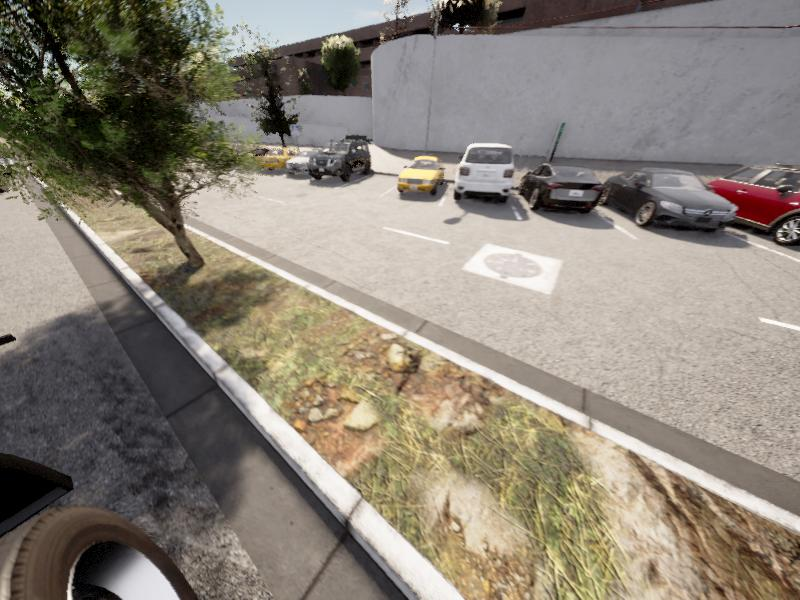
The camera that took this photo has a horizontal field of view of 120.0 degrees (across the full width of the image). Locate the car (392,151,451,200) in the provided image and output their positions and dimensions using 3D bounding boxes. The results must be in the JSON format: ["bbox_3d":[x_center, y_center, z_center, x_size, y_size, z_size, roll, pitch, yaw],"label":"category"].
[{"bbox_3d":[1.297,-6.597,11.893,1.946,1.575,5.366,10,36,12],"label":"car"}]

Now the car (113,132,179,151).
[{"bbox_3d":[-35.442,-22.371,32.568,2.435,2.045,5.566,10,36,11],"label":"car"}]

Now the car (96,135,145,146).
[{"bbox_3d":[-47.661,-27.316,39.572,2.163,1.488,4.792,10,36,11],"label":"car"}]

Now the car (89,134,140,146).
[{"bbox_3d":[-50.138,-28.301,40.790,1.946,1.575,5.366,10,36,11],"label":"car"}]

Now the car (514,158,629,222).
[{"bbox_3d":[6.260,-4.658,9.291,2.163,1.488,4.792,9,35,12],"label":"car"}]

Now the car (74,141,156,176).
[{"bbox_3d":[-19.089,-9.591,15.485,4.611,1.667,2.242,23,41,27],"label":"car"}]

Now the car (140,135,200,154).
[{"bbox_3d":[-28.130,-19.177,28.527,2.185,1.767,4.553,10,36,12],"label":"car"}]

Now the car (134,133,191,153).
[{"bbox_3d":[-30.531,-20.371,29.958,1.878,1.987,4.442,10,36,12],"label":"car"}]

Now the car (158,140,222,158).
[{"bbox_3d":[-23.229,-16.983,25.865,2.163,1.488,4.792,10,36,11],"label":"car"}]

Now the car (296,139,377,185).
[{"bbox_3d":[-3.568,-8.929,14.654,2.435,2.045,5.566,10,36,11],"label":"car"}]

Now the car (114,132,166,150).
[{"bbox_3d":[-37.906,-23.332,33.884,1.878,1.987,4.442,10,36,11],"label":"car"}]

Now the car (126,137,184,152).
[{"bbox_3d":[-33.008,-21.148,31.362,2.231,1.521,4.892,10,36,12],"label":"car"}]

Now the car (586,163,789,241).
[{"bbox_3d":[8.722,-3.619,7.873,2.002,1.452,4.674,10,36,12],"label":"car"}]

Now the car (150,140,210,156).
[{"bbox_3d":[-25.687,-18.027,27.273,2.002,1.452,4.674,10,36,12],"label":"car"}]

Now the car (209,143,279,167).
[{"bbox_3d":[-13.406,-12.837,20.347,2.163,1.488,4.792,10,36,11],"label":"car"}]

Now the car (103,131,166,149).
[{"bbox_3d":[-40.319,-24.466,35.358,2.435,2.045,5.566,10,36,12],"label":"car"}]

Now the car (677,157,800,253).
[{"bbox_3d":[11.186,-2.771,6.399,2.185,1.767,4.553,9,35,12],"label":"car"}]

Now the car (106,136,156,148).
[{"bbox_3d":[-42.774,-25.245,36.868,2.002,1.452,4.674,10,36,12],"label":"car"}]

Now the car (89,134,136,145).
[{"bbox_3d":[-52.536,-29.442,42.343,2.163,1.488,4.792,10,36,11],"label":"car"}]

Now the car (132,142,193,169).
[{"bbox_3d":[-18.966,-11.609,18.453,4.892,1.490,1.837,23,41,27],"label":"car"}]

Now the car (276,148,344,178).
[{"bbox_3d":[-6.027,-9.742,16.233,2.002,1.452,4.674,10,36,11],"label":"car"}]

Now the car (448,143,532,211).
[{"bbox_3d":[3.810,-5.900,10.526,2.435,2.045,5.566,9,36,12],"label":"car"}]

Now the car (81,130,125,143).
[{"bbox_3d":[-57.435,-31.675,44.784,1.878,1.987,4.442,11,36,11],"label":"car"}]

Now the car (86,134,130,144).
[{"bbox_3d":[-54.986,-30.470,43.677,2.002,1.452,4.674,10,36,11],"label":"car"}]

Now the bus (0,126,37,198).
[{"bbox_3d":[-20.802,-7.197,9.887,10.273,4.253,3.944,26,42,31],"label":"bus"}]

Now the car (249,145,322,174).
[{"bbox_3d":[-8.445,-10.910,17.738,1.946,1.575,5.366,10,36,12],"label":"car"}]
